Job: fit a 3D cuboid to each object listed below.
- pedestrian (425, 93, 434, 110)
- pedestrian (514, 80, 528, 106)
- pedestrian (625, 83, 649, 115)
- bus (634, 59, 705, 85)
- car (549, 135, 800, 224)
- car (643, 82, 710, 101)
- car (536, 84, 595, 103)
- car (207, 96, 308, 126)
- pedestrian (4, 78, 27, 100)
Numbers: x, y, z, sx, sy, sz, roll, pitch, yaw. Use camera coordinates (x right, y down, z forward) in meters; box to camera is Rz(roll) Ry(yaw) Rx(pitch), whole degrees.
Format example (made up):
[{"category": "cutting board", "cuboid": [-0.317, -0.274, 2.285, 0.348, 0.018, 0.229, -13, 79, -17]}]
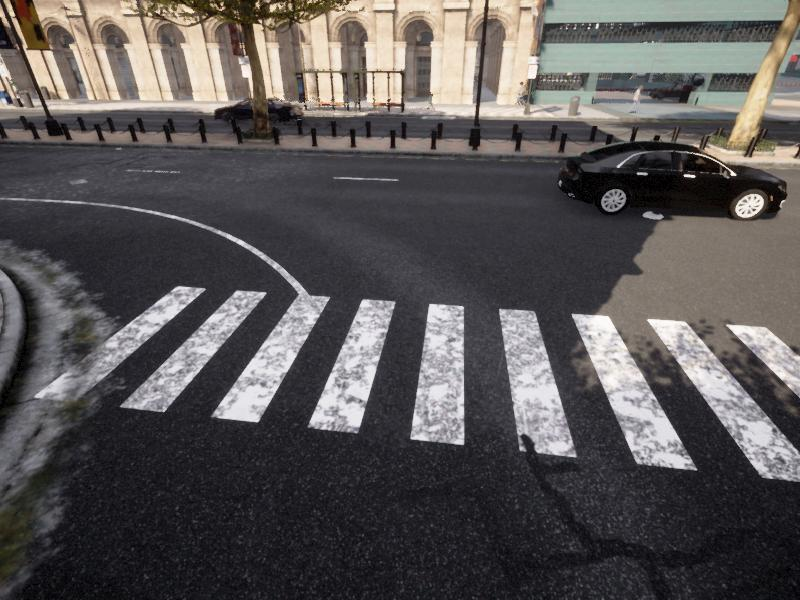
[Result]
[{"category": "pedestrian", "cuboid": [2.228, -14.945, 30.169, 0.500, 1.100, 0.500, 7, 31, 12]}, {"category": "pedestrian", "cuboid": [10.008, -17.070, 33.056, 0.751, 1.860, 0.751, 4, 30, 6]}, {"category": "pedestrian", "cuboid": [16.183, -13.739, 27.354, 0.751, 1.860, 0.751, 7, 31, 11]}, {"category": "bus", "cuboid": [51.282, -43.628, 76.514, 10.273, 4.253, 3.944, 16, 34, 25]}, {"category": "car", "cuboid": [6.437, -2.982, 9.645, 4.892, 1.490, 1.837, 4, 31, 7]}, {"category": "car", "cuboid": [27.821, -21.117, 40.451, 4.902, 1.511, 2.128, 4, 31, 7]}, {"category": "car", "cuboid": [15.761, -19.861, 38.376, 4.786, 1.482, 2.161, 4, 31, 7]}, {"category": "car", "cuboid": [-8.685, -11.691, 24.653, 5.357, 1.411, 2.033, 4, 31, 7]}, {"category": "pedestrian", "cuboid": [-37.361, -20.479, 38.881, 0.751, 1.860, 0.751, 4, 31, 7]}]
